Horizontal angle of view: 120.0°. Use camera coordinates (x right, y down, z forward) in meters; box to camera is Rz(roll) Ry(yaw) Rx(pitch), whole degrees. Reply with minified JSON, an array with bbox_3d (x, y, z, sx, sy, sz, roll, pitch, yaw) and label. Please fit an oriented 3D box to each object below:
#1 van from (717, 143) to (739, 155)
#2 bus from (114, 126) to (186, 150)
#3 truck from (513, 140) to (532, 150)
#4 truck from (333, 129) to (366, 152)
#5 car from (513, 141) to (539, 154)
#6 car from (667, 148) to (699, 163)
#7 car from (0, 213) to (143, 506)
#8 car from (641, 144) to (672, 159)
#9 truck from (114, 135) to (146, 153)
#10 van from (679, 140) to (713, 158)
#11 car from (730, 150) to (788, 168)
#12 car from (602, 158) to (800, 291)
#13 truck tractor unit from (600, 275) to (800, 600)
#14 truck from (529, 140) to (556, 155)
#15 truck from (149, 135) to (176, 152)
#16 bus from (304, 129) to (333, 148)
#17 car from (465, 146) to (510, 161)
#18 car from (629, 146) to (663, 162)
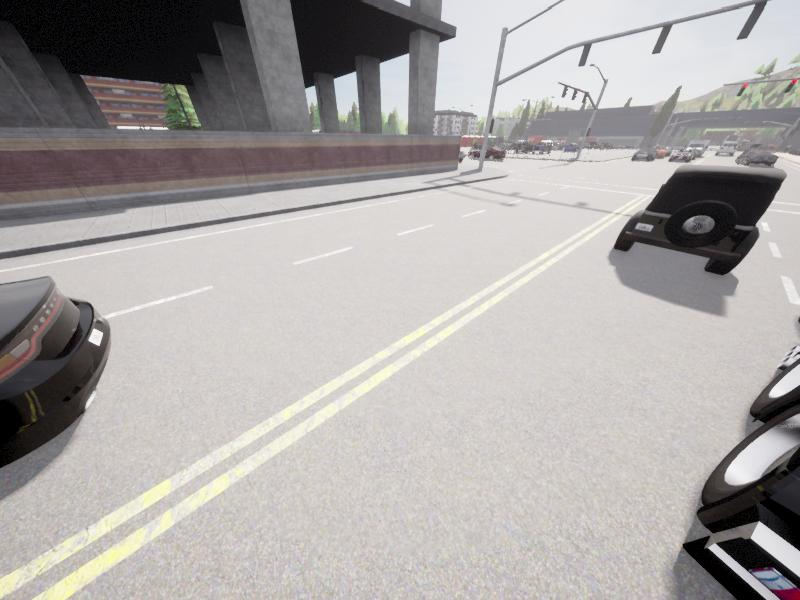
[{"bbox_3d":[66.762,-30.821,47.015,4.442,1.987,1.775,-26,42,-32],"label":"van"},{"bbox_3d":[-57.498,-37.590,53.733,10.273,4.253,3.944,-25,42,-32],"label":"bus"},{"bbox_3d":[32.313,-40.958,60.939,4.478,2.038,2.069,-26,42,-32],"label":"truck"},{"bbox_3d":[-11.336,-35.467,51.348,2.891,3.827,8.468,-26,43,-32],"label":"truck"},{"bbox_3d":[23.175,-28.000,42.439,4.605,1.855,1.932,-26,42,-32],"label":"car"},{"bbox_3d":[37.153,-19.034,30.311,3.806,1.475,1.970,-26,42,-32],"label":"car"},{"bbox_3d":[-5.084,1.151,0.866,5.238,1.638,1.930,-26,42,-32],"label":"car"},{"bbox_3d":[39.677,-22.994,35.736,4.553,1.767,2.097,-26,42,-32],"label":"car"},{"bbox_3d":[-47.503,-27.624,40.803,2.615,2.467,5.204,-26,42,-32],"label":"truck"},{"bbox_3d":[49.334,-25.265,38.519,6.366,2.431,2.351,-26,42,-32],"label":"van"},{"bbox_3d":[40.439,-16.125,26.237,2.033,1.411,5.357,24,41,30],"label":"car"},{"bbox_3d":[6.888,-2.070,5.365,3.866,1.878,1.905,-26,42,-32],"label":"car"},{"bbox_3d":[5.129,-0.282,0.755,6.516,4.208,3.053,-17,39,-23],"label":"truck tractor unit"},{"bbox_3d":[25.090,-26.828,40.608,4.478,2.038,2.069,-26,42,-32],"label":"truck"},{"bbox_3d":[-44.204,-29.198,43.088,2.615,2.467,5.204,-26,42,-32],"label":"truck"},{"bbox_3d":[-24.015,-47.170,67.652,3.944,4.253,10.273,-22,41,-29],"label":"bus"},{"bbox_3d":[11.333,-19.213,30.209,1.882,1.535,5.008,-26,43,-32],"label":"car"},{"bbox_3d":[33.698,-20.058,31.624,4.856,1.649,2.033,-26,42,-32],"label":"car"}]
